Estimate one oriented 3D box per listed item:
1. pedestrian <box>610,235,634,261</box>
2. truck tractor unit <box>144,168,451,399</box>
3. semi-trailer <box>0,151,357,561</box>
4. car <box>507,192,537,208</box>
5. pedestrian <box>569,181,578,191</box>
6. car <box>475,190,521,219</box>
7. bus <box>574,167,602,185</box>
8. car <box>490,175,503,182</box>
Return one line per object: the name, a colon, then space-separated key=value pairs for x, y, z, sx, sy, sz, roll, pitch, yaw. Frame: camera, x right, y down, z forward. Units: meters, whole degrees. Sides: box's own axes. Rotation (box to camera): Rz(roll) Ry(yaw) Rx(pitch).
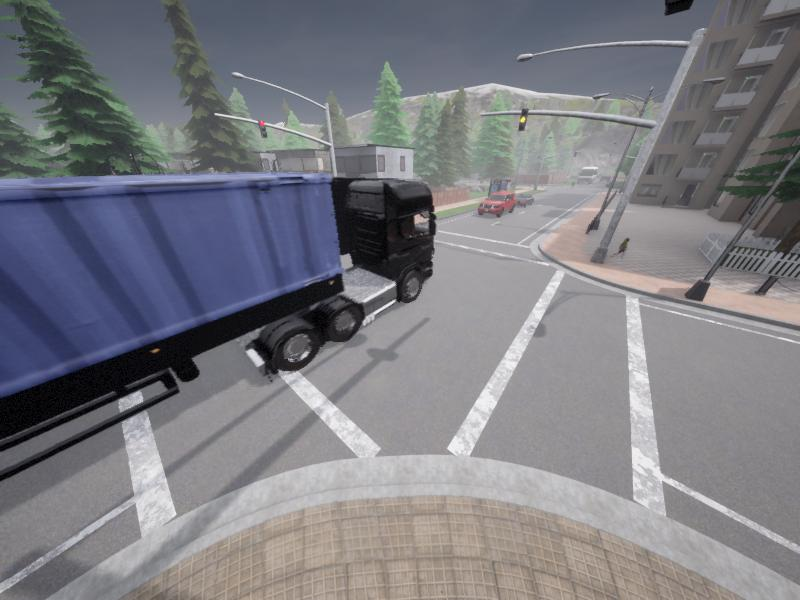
pedestrian: x=11.259 y=-2.649 z=11.722 sx=0.500 sy=1.100 sz=0.500 roll=20 pitch=36 yaw=31
truck tractor unit: x=-1.739 y=-1.443 z=6.840 sx=3.053 sy=4.208 sz=6.516 roll=24 pitch=38 yaw=35
semi-trailer: x=-6.964 y=1.445 z=1.645 sx=2.717 sy=4.402 sz=14.254 roll=24 pitch=38 yaw=35
car: x=15.349 y=-12.575 z=28.979 sx=1.994 sy=1.385 sz=4.181 roll=24 pitch=38 yaw=35
pedestrian: x=34.439 y=-22.679 z=45.939 sx=0.751 sy=1.860 sz=0.751 roll=24 pitch=38 yaw=36
car: x=10.071 y=-9.866 z=23.608 sx=2.150 sy=2.045 sz=5.566 roll=24 pitch=38 yaw=35
bus: x=53.958 y=-35.694 z=66.140 sx=3.944 sy=4.253 sz=10.273 roll=24 pitch=38 yaw=35
car: x=29.590 y=-37.325 z=71.038 sx=1.932 sy=1.855 sz=4.605 roll=23 pitch=37 yaw=34
